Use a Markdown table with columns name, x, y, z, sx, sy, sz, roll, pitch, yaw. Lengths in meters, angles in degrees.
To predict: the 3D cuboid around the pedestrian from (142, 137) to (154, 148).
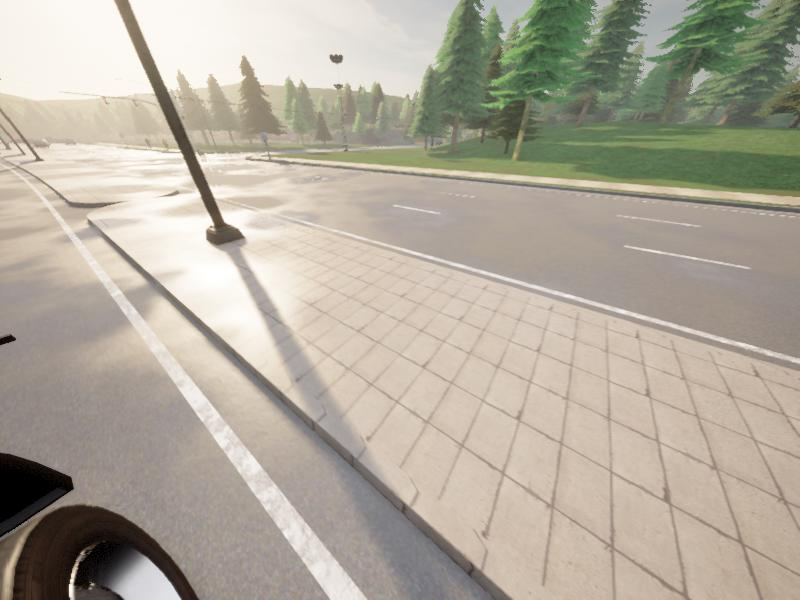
| name | x | y | z | sx | sy | sz | roll | pitch | yaw |
| --- | --- | --- | --- | --- | --- | --- | --- | --- | --- |
| pedestrian | -51.671 | -32.221 | 47.352 | 0.751 | 1.860 | 0.751 | 23 | 41 | 29 |

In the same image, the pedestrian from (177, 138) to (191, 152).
| name | x | y | z | sx | sy | sz | roll | pitch | yaw |
| --- | --- | --- | --- | --- | --- | --- | --- | --- | --- |
| pedestrian | -34.975 | -25.124 | 37.401 | 0.751 | 1.860 | 0.751 | 24 | 41 | 29 |

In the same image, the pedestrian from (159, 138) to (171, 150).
| name | x | y | z | sx | sy | sz | roll | pitch | yaw |
| --- | --- | --- | --- | --- | --- | --- | --- | --- | --- |
| pedestrian | -42.680 | -28.403 | 41.999 | 0.751 | 1.860 | 0.751 | 23 | 41 | 29 |
